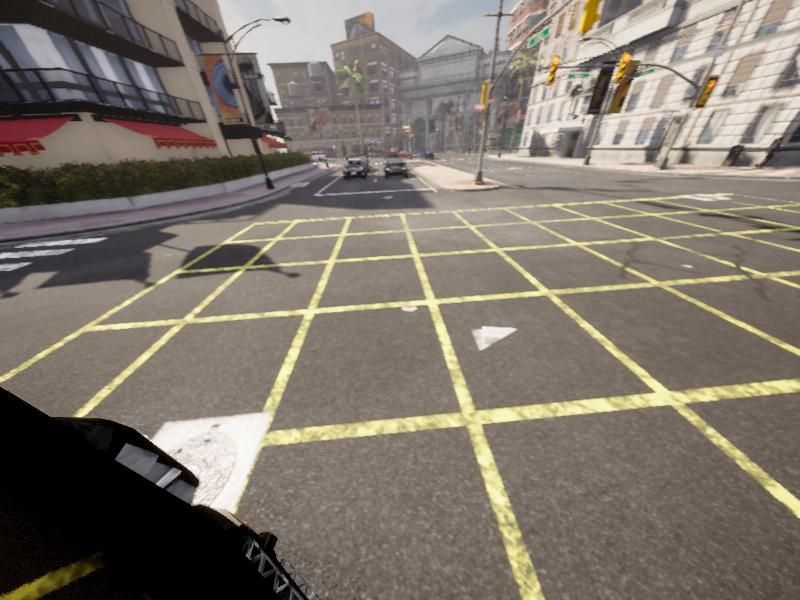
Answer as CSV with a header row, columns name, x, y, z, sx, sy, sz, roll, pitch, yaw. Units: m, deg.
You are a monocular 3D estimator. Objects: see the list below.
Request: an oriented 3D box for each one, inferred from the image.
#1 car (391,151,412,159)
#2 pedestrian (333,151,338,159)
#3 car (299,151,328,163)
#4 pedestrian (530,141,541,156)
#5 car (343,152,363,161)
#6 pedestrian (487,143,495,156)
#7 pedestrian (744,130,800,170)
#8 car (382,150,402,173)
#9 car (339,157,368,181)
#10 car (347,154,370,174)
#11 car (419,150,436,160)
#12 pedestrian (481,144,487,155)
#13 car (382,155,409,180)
name,x,y,z,sx,sy,sz,roll,pitch,yaw
car,0.324,-31.786,50.634,1.895,1.301,4.718,-27,40,-31
pedestrian,-16.907,-38.074,60.580,0.751,1.860,0.751,-18,36,-22
car,-19.545,-32.376,52.354,5.566,2.045,2.150,-4,34,-2
pedestrian,19.755,-22.085,33.721,0.751,1.860,0.751,-3,34,0
car,-10.687,-32.778,52.800,4.193,1.474,1.816,-4,34,-2
pedestrian,15.526,-25.599,39.333,0.751,1.860,0.751,-10,34,-11
pedestrian,21.149,-8.514,13.177,0.751,1.860,0.751,-9,34,-10
car,-0.971,-15.395,25.518,1.932,1.855,4.605,-4,34,-2
car,-3.990,-11.627,20.436,1.970,1.475,3.806,-4,34,-2
car,-4.499,-15.368,25.959,1.930,1.638,5.238,-4,34,-2
car,5.018,-27.115,43.110,1.812,1.442,4.674,-8,34,-8
pedestrian,17.906,-32.132,49.268,0.751,1.860,0.751,-3,34,0
car,-0.496,-11.819,20.411,2.038,1.542,4.974,-4,34,-2
